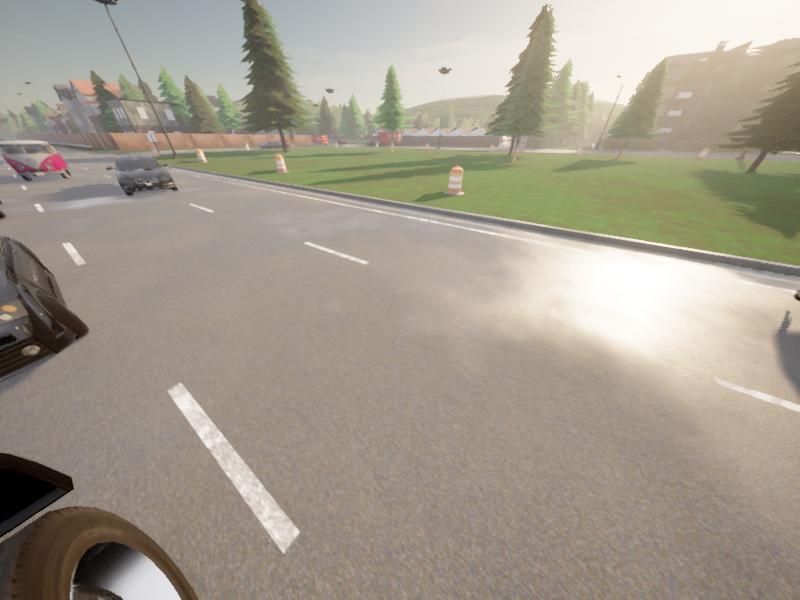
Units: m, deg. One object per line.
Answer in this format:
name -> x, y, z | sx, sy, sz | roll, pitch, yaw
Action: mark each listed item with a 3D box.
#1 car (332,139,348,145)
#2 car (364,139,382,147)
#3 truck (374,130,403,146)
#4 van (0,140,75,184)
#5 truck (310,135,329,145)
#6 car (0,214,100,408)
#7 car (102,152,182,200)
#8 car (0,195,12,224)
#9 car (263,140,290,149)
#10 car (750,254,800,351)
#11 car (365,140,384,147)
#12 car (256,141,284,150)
car -> -20.060, -53.006, 77.474 | 4.792, 1.488, 2.163 | 22, 41, 27
car -> -7.536, -43.590, 64.183 | 4.611, 1.667, 2.242 | 22, 41, 27
truck -> -3.357, -47.766, 68.128 | 8.468, 3.827, 2.891 | 22, 41, 27
van -> -22.425, -8.655, 14.280 | 4.442, 1.987, 1.775 | 29, 44, 34
truck -> -25.728, -51.241, 74.077 | 5.204, 2.467, 2.627 | 22, 41, 27
car -> -5.923, -0.010, 2.706 | 4.181, 1.385, 1.994 | 22, 43, 28
car -> -12.676, -6.264, 11.385 | 1.837, 1.490, 4.892 | -29, 45, -35
car -> -15.041, -3.478, 7.315 | 5.027, 1.651, 2.152 | 22, 41, 27
car -> -27.691, -35.122, 52.074 | 2.242, 1.667, 4.611 | 24, 42, 30
car -> 7.393, 0.608, 1.834 | 4.674, 1.442, 1.812 | 21, 40, 27
car -> -7.448, -45.925, 67.658 | 5.027, 1.651, 2.152 | 22, 41, 27
car -> -27.032, -32.246, 48.080 | 2.007, 1.525, 4.514 | 21, 40, 27
